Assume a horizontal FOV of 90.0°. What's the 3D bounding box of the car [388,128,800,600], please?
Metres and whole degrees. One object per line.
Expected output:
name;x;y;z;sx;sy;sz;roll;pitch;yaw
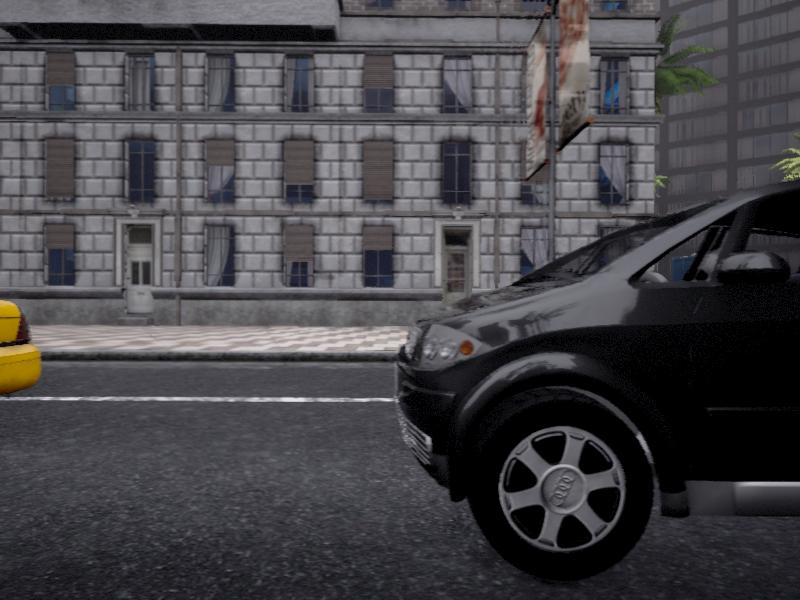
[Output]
car;1.819;0.222;2.201;3.705;1.549;1.789;0;0;0

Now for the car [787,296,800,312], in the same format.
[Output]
car;40.188;0.394;38.650;1.845;1.501;3.633;0;0;-28

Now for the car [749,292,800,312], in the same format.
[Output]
car;36.580;0.206;38.125;1.932;1.855;4.605;1;0;-33

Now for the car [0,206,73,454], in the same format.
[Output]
car;-5.216;0.179;2.186;5.366;1.575;1.801;0;0;0
